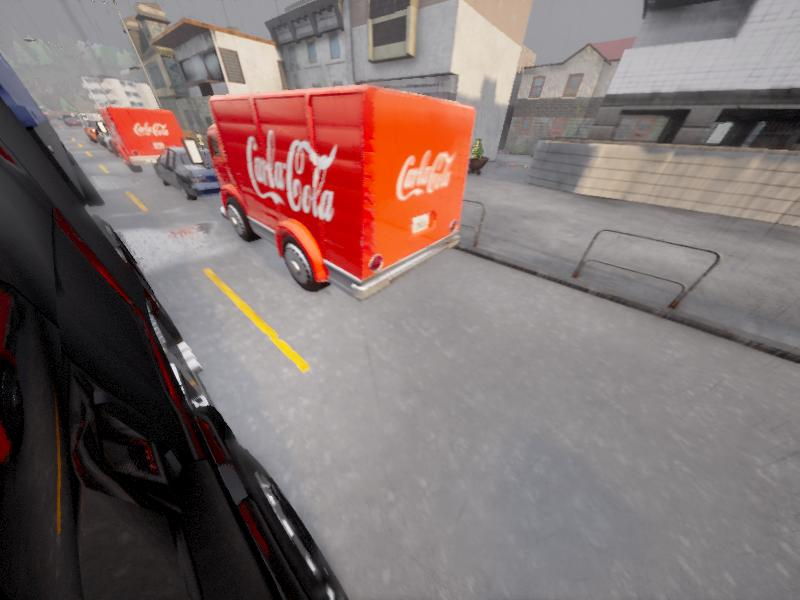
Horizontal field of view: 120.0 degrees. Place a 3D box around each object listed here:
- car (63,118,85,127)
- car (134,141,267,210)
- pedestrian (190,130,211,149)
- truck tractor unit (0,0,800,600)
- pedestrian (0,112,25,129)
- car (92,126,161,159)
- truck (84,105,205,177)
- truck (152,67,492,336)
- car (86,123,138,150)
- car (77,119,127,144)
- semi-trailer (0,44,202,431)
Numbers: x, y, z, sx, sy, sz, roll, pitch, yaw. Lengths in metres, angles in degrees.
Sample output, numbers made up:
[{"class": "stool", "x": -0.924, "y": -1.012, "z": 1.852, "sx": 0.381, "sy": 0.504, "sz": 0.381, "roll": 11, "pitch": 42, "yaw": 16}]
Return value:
[{"class": "car", "x": -67.429, "y": -36.656, "z": 47.716, "sx": 4.181, "sy": 1.385, "sz": 1.994, "roll": 27, "pitch": 43, "yaw": 29}, {"class": "car", "x": -7.403, "y": -4.785, "z": 8.458, "sx": 5.357, "sy": 1.411, "sz": 2.033, "roll": 28, "pitch": 44, "yaw": 30}, {"class": "pedestrian", "x": -17.013, "y": -13.708, "z": 19.715, "sx": 0.751, "sy": 1.300, "sz": 0.751, "roll": 28, "pitch": 44, "yaw": 30}, {"class": "truck tractor unit", "x": -2.645, "y": -0.295, "z": 0.351, "sx": 6.516, "sy": 4.208, "sz": 3.053, "roll": 28, "pitch": 44, "yaw": 30}, {"class": "pedestrian", "x": -54.327, "y": -25.113, "z": 32.392, "sx": 0.751, "sy": 1.860, "sz": 0.751, "roll": -20, "pitch": 42, "yaw": -27}, {"class": "car", "x": -18.829, "y": -10.907, "z": 15.887, "sx": 4.974, "sy": 1.542, "sz": 2.038, "roll": 28, "pitch": 44, "yaw": 30}, {"class": "truck", "x": -12.917, "y": -8.154, "z": 11.749, "sx": 5.204, "sy": 2.467, "sz": 2.627, "roll": 28, "pitch": 44, "yaw": 30}, {"class": "truck", "x": -1.618, "y": -2.154, "z": 4.364, "sx": 5.204, "sy": 2.467, "sz": 2.627, "roll": 28, "pitch": 44, "yaw": 30}, {"class": "car", "x": -23.989, "y": -13.678, "z": 19.239, "sx": 3.988, "sy": 1.617, "sz": 1.851, "roll": 28, "pitch": 44, "yaw": 30}, {"class": "car", "x": -29.021, "y": -16.423, "z": 22.469, "sx": 4.553, "sy": 1.767, "sz": 2.097, "roll": 28, "pitch": 44, "yaw": 30}, {"class": "semi-trailer", "x": -8.699, "y": -3.586, "z": 4.251, "sx": 14.254, "sy": 4.402, "sz": 2.717, "roll": 28, "pitch": 44, "yaw": 30}]
